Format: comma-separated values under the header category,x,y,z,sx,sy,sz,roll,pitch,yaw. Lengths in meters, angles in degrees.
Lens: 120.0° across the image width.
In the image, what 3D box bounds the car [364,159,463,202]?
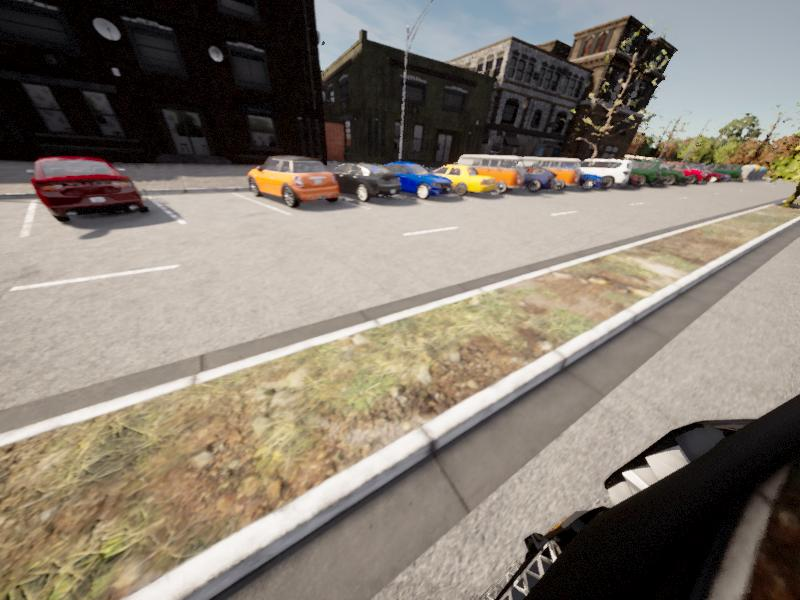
category,x,y,z,sx,sy,sz,roll,pitch,yaw
car,0.530,-6.638,12.597,5.008,1.535,2.097,27,40,32

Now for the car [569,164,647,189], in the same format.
category,x,y,z,sx,sy,sz,roll,pitch,yaw
car,19.052,-11.517,21.376,5.008,1.535,2.097,27,40,33

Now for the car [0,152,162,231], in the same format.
category,x,y,z,sx,sy,sz,roll,pitch,yaw
car,-9.987,-3.731,7.399,5.008,1.535,2.097,26,40,31

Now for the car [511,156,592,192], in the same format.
category,x,y,z,sx,sy,sz,roll,pitch,yaw
car,11.215,-9.582,17.446,4.442,1.987,1.878,27,40,33

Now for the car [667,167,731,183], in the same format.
category,x,y,z,sx,sy,sz,roll,pitch,yaw
car,40.239,-17.049,31.344,5.008,1.535,2.097,27,40,33

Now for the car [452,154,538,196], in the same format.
category,x,y,z,sx,sy,sz,roll,pitch,yaw
car,5.918,-8.187,14.936,4.442,1.987,1.878,27,40,33

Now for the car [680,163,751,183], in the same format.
category,x,y,z,sx,sy,sz,roll,pitch,yaw
car,45.554,-18.657,33.700,5.566,2.045,2.435,27,41,33

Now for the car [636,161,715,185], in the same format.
category,x,y,z,sx,sy,sz,roll,pitch,yaw
car,32.315,-15.181,27.463,5.566,2.045,2.435,27,40,33

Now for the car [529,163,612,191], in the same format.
category,x,y,z,sx,sy,sz,roll,pitch,yaw
car,13.763,-10.131,18.880,5.008,1.535,2.097,27,40,33

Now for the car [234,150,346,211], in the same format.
category,x,y,z,sx,sy,sz,roll,pitch,yaw
car,-4.722,-5.293,9.934,4.553,1.767,2.185,26,40,32

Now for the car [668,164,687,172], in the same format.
category,x,y,z,sx,sy,sz,roll,pitch,yaw
car,71.106,-33.784,59.277,2.231,1.521,4.892,29,39,32

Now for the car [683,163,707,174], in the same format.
category,x,y,z,sx,sy,sz,roll,pitch,yaw
car,72.524,-32.479,56.959,2.435,2.045,5.566,29,39,33

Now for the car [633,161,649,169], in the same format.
category,x,y,z,sx,sy,sz,roll,pitch,yaw
car,55.468,-31.083,53.152,2.002,1.452,4.674,29,41,33

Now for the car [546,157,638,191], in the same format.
category,x,y,z,sx,sy,sz,roll,pitch,yaw
car,16.394,-11.042,20.002,5.566,2.045,2.435,27,40,33

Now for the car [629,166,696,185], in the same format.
category,x,y,z,sx,sy,sz,roll,pitch,yaw
car,29.656,-14.252,26.367,4.792,1.488,2.163,27,40,33

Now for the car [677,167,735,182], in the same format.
category,x,y,z,sx,sy,sz,roll,pitch,yaw
car,42.907,-17.708,32.609,4.674,1.452,2.002,27,40,33

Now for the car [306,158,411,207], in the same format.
category,x,y,z,sx,sy,sz,roll,pitch,yaw
car,-2.099,-5.913,11.302,4.892,1.521,2.231,27,40,32

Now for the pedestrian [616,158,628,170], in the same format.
category,x,y,z,sx,sy,sz,roll,pitch,yaw
pedestrian,40.376,-24.690,41.990,0.751,1.860,0.751,26,38,29

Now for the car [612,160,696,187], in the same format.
category,x,y,z,sx,sy,sz,roll,pitch,yaw
car,27.021,-13.796,24.969,5.566,2.045,2.435,27,40,33

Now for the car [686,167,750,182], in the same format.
category,x,y,z,sx,sy,sz,roll,pitch,yaw
car,48.098,-19.215,35.163,5.366,1.575,1.946,27,41,33

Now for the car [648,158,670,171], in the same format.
category,x,y,z,sx,sy,sz,roll,pitch,yaw
car,56.836,-29.816,50.815,2.435,2.045,5.566,29,41,33

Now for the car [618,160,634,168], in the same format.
category,x,y,z,sx,sy,sz,roll,pitch,yaw
car,54.102,-32.611,55.285,2.231,1.521,4.892,29,40,33

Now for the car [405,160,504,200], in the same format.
category,x,y,z,sx,sy,sz,roll,pitch,yaw
car,3.032,-7.410,13.953,5.366,1.575,1.946,27,40,33

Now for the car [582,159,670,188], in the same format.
category,x,y,z,sx,sy,sz,roll,pitch,yaw
car,21.682,-12.427,22.496,5.566,2.045,2.435,27,41,33

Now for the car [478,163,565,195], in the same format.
category,x,y,z,sx,sy,sz,roll,pitch,yaw
car,8.443,-8.725,16.406,4.792,1.488,2.163,27,40,33

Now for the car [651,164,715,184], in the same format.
category,x,y,z,sx,sy,sz,roll,pitch,yaw
car,34.954,-15.759,28.766,4.553,1.767,2.185,27,41,33

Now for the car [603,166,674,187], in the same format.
category,x,y,z,sx,sy,sz,roll,pitch,yaw
car,24.365,-12.866,23.871,4.792,1.488,2.163,27,40,33
